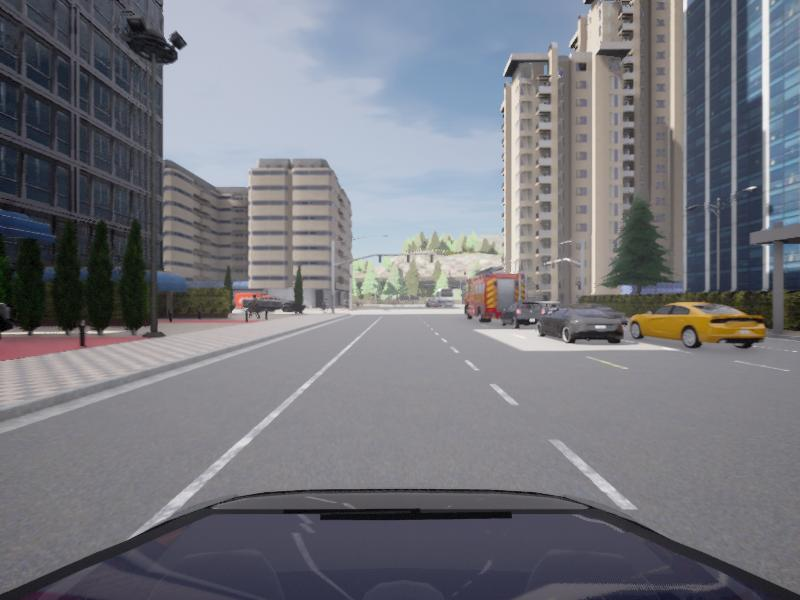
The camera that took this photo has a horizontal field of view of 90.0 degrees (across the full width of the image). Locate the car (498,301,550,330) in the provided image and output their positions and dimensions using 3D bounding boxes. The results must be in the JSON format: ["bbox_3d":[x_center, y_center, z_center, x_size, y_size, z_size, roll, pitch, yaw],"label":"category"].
[{"bbox_3d":[6.999,0.836,22.956,1.845,1.501,3.633,0,0,0],"label":"car"}]

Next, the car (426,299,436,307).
[{"bbox_3d":[6.994,0.688,91.400,1.932,1.855,4.605,0,0,0],"label":"car"}]

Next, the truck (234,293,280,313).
[{"bbox_3d":[-18.738,0.378,52.676,5.204,2.467,2.627,0,0,1],"label":"truck"}]

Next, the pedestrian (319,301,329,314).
[{"bbox_3d":[-8.047,0.782,42.582,0.751,1.300,0.751,0,0,24],"label":"pedestrian"}]

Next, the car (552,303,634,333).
[{"bbox_3d":[10.500,0.904,22.352,2.033,1.411,5.357,0,0,0],"label":"car"}]

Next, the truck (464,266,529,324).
[{"bbox_3d":[7.004,-0.309,30.523,2.891,3.827,8.468,0,0,0],"label":"truck"}]

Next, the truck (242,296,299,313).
[{"bbox_3d":[-15.833,0.562,49.133,6.274,2.098,2.390,0,0,1],"label":"truck"}]

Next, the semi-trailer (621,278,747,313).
[{"bbox_3d":[36.891,-0.596,52.268,14.254,4.402,2.717,0,0,2],"label":"semi-trailer"}]

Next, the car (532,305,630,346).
[{"bbox_3d":[7.006,0.914,16.009,1.994,1.385,4.181,0,0,-1],"label":"car"}]

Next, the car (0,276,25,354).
[{"bbox_3d":[-13.122,0.406,9.116,2.390,2.098,6.274,0,0,31],"label":"car"}]

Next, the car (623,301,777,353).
[{"bbox_3d":[10.498,0.829,14.637,1.882,1.535,5.008,0,0,0],"label":"car"}]

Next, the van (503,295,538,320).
[{"bbox_3d":[10.497,0.613,35.105,1.775,1.987,4.442,0,0,0],"label":"van"}]

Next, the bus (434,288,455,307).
[{"bbox_3d":[10.373,-0.497,94.443,3.944,4.253,10.273,0,0,0],"label":"bus"}]

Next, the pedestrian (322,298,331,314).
[{"bbox_3d":[-8.618,0.656,46.972,0.751,1.860,0.751,0,0,10],"label":"pedestrian"}]

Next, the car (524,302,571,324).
[{"bbox_3d":[10.497,0.865,28.808,1.970,1.475,3.806,0,0,0],"label":"car"}]

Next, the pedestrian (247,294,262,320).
[{"bbox_3d":[-10.529,0.495,28.947,0.751,1.860,0.751,0,0,31],"label":"pedestrian"}]
